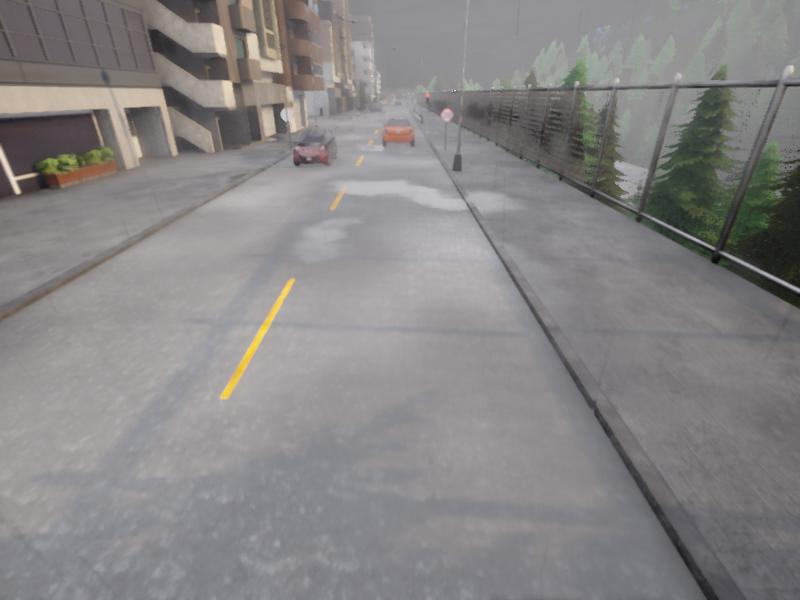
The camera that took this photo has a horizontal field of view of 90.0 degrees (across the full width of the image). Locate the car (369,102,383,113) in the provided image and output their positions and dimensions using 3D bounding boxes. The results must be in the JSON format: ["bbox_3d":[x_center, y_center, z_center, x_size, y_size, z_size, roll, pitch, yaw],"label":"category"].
[{"bbox_3d":[-4.249,-34.310,71.259,2.097,1.767,4.553,0,27,0],"label":"car"}]

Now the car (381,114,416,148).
[{"bbox_3d":[-0.099,-11.407,26.789,2.097,1.767,4.553,0,27,0],"label":"car"}]

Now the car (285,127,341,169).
[{"bbox_3d":[-4.071,-7.404,19.333,1.845,1.501,3.633,0,27,0],"label":"car"}]
